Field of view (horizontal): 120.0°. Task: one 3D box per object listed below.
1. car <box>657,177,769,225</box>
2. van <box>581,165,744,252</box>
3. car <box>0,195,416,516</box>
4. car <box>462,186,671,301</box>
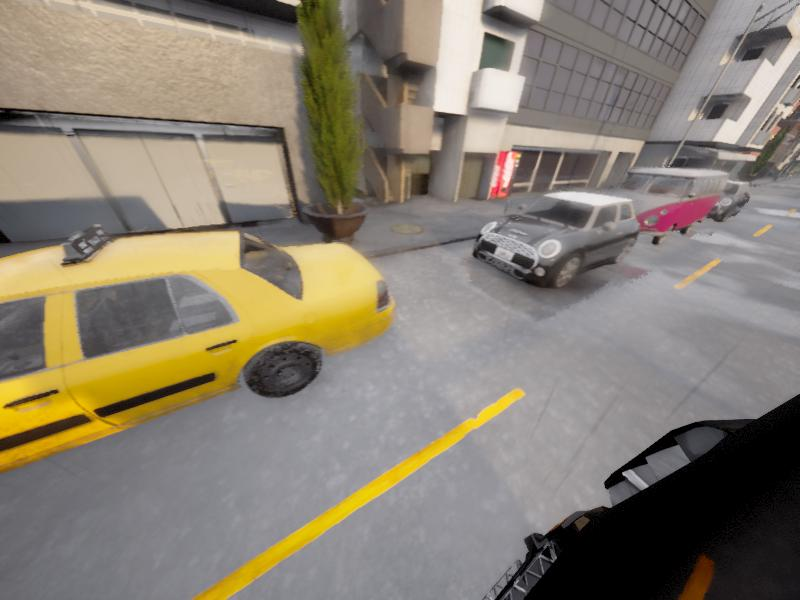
[{"bbox_3d":[14.176,-4.610,10.523,3.806,1.475,1.970,-16,38,-26],"label":"car"},{"bbox_3d":[8.423,-3.151,7.485,4.442,1.987,1.775,-16,38,-26],"label":"van"},{"bbox_3d":[-2.654,0.229,2.029,5.366,1.575,1.801,-16,38,-26],"label":"car"},{"bbox_3d":[3.644,-1.553,5.225,3.806,1.475,1.970,-16,38,-26],"label":"car"}]
